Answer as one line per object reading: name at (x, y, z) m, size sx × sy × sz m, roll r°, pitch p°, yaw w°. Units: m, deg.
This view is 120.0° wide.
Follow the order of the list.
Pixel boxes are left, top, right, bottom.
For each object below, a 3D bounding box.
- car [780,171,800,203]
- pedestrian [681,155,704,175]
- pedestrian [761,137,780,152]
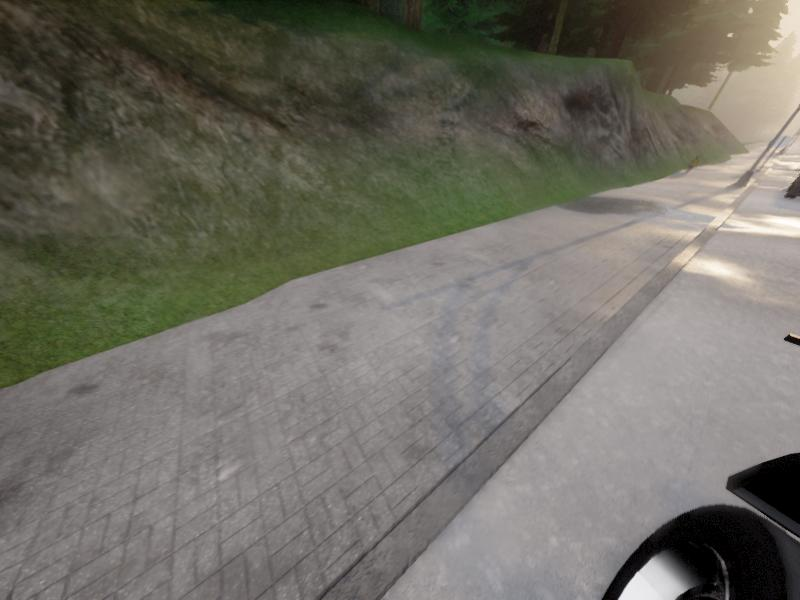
car at (18.351, -5.041, 9.456) m, size 4.611 × 1.667 × 2.242 m, roll -22°, pitch 41°, yaw -28°
pedestrian at (19.057, -8.815, 15.072) m, size 0.500 × 1.100 × 0.500 m, roll 30°, pitch 45°, yaw 35°
pedestrian at (56.371, -23.671, 35.168) m, size 0.751 × 1.860 × 0.751 m, roll -27°, pitch 43°, yaw -32°
